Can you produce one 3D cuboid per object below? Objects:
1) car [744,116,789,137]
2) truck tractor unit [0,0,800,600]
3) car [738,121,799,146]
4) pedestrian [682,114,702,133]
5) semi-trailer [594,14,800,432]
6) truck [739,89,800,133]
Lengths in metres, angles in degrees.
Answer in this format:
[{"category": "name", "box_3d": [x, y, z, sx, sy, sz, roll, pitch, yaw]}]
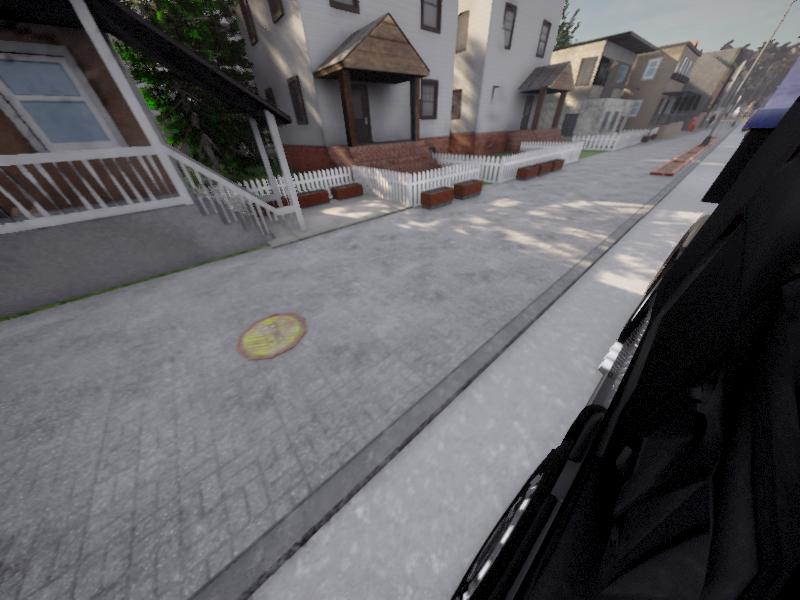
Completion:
[{"category": "car", "box_3d": [36.747, -17.453, 23.274, 3.705, 1.549, 1.789, -28, 44, -30]}, {"category": "truck tractor unit", "box_3d": [2.645, -0.295, 0.351, 6.516, 4.208, 3.053, -28, 44, -30]}, {"category": "car", "box_3d": [29.019, -13.244, 18.308, 4.181, 1.385, 1.994, -28, 44, -30]}, {"category": "pedestrian", "box_3d": [37.281, -22.518, 29.522, 0.751, 1.860, 0.751, -25, 42, -27]}, {"category": "semi-trailer", "box_3d": [8.926, -3.443, 3.983, 14.254, 4.402, 2.717, -25, 42, -27]}, {"category": "truck", "box_3d": [45.919, -23.299, 28.582, 8.468, 3.827, 2.891, -28, 44, -30]}]
